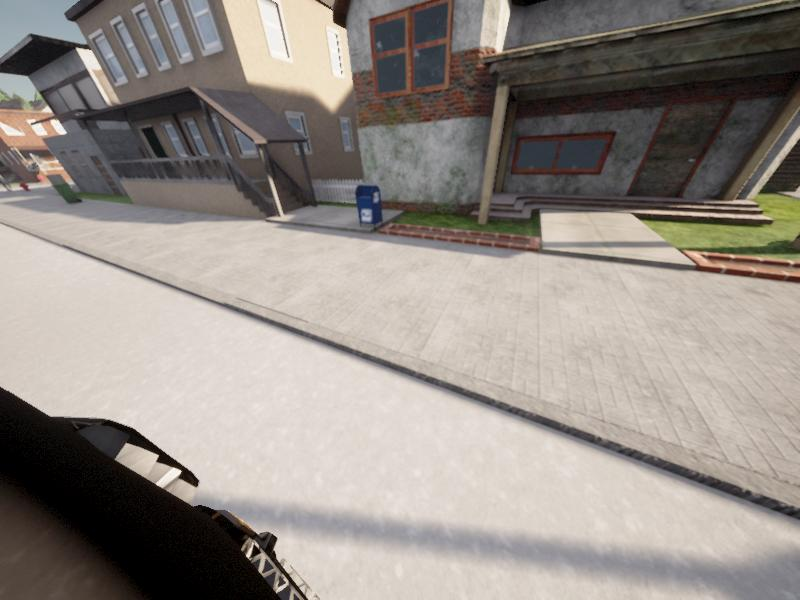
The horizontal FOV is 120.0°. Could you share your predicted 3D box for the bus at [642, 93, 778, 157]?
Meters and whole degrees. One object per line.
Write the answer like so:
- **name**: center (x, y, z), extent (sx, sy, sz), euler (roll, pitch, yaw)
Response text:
- **bus**: center (30.714, -17.773, 24.163), extent (3.944, 4.253, 10.273), euler (13, 37, 23)
